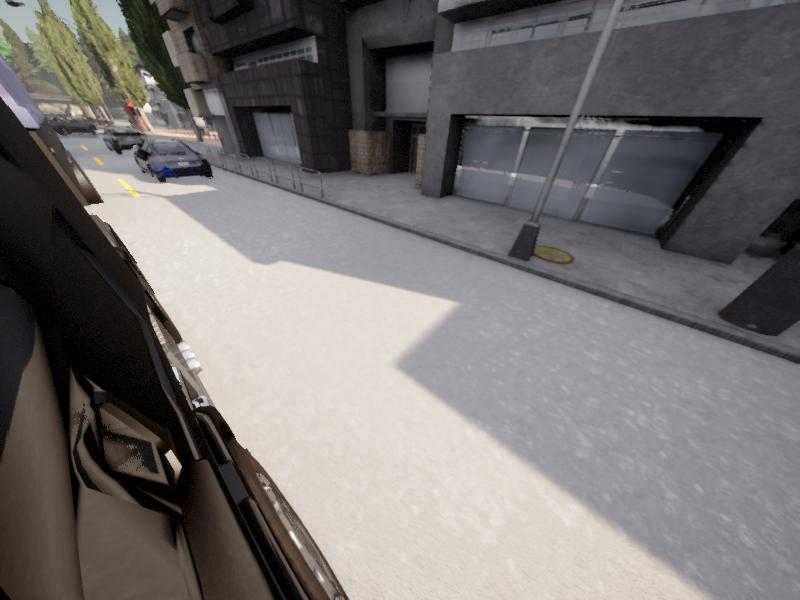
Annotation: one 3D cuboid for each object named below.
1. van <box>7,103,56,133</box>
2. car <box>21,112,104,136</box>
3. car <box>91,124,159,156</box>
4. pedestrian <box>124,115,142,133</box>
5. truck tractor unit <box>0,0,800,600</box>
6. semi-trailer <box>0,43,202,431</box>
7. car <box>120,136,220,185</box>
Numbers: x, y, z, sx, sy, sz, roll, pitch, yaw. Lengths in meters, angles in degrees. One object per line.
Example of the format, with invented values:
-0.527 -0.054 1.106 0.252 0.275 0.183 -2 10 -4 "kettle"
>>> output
-44.100 -21.812 27.743 5.915 2.561 1.988 29 44 29 "van"
-35.921 -18.852 24.878 1.932 1.855 4.605 3 36 -1 "car"
-18.925 -11.062 15.898 4.514 1.525 2.007 28 44 30 "car"
-36.538 -24.053 31.580 0.751 1.860 0.751 25 42 26 "pedestrian"
-2.645 -0.295 0.352 6.516 4.208 3.053 28 44 30 "truck tractor unit"
-8.696 -3.614 4.220 14.254 4.402 2.717 28 44 30 "semi-trailer"
-10.225 -6.313 10.260 4.181 1.385 1.994 28 44 30 "car"
